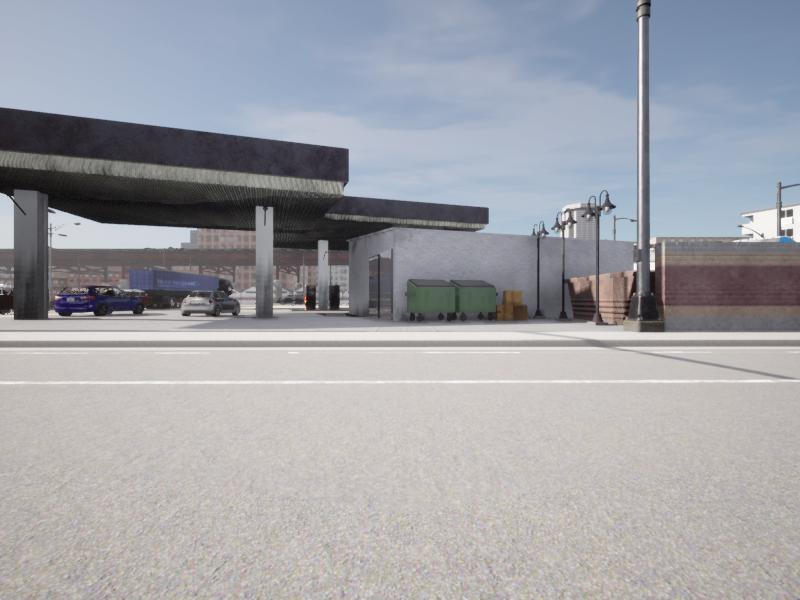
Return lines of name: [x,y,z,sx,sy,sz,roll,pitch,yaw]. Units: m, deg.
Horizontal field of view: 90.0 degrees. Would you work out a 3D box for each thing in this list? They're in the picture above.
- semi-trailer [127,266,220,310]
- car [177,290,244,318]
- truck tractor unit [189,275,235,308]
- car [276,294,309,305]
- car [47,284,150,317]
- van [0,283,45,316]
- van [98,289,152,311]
semi-trailer: [-26.075,-1.217,47.491,2.717,4.402,14.254,0,0,1]
car: [-10.744,0.199,23.004,1.970,1.475,3.806,0,0,1]
truck tractor unit: [-25.868,-1.118,55.398,3.053,4.208,6.516,0,0,4]
car: [-20.087,-0.032,74.669,5.566,2.045,2.150,0,1,0]
car: [-16.492,0.038,22.265,2.242,1.667,4.611,0,0,1]
van: [-26.186,-0.026,26.080,2.069,2.038,4.480,0,0,0]
van: [-26.147,-0.020,38.249,2.069,2.038,4.480,0,1,0]
